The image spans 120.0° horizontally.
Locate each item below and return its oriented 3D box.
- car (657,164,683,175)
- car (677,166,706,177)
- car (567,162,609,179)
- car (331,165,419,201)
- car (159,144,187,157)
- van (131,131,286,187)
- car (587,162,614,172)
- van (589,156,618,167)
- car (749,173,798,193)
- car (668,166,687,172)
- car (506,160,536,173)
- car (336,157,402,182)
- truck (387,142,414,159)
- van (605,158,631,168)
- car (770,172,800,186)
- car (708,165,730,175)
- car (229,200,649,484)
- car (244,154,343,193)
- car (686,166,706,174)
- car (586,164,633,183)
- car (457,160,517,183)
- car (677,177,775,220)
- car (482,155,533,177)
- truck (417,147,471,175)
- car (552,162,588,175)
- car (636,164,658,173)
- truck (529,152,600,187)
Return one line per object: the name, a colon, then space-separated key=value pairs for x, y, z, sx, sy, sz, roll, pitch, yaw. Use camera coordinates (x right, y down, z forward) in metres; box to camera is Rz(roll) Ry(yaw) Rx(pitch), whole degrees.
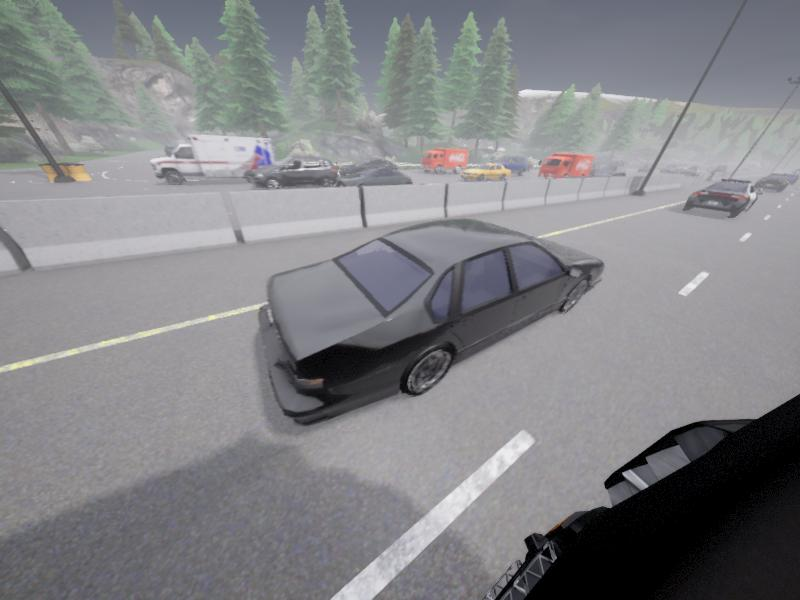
car: x=57.434 y=-27.772 z=49.134 sx=4.611 sy=1.667 sz=2.242 roll=-17 pitch=38 yaw=-28
car: x=53.710 y=-23.699 z=42.593 sx=4.974 sy=1.542 sz=2.038 roll=-17 pitch=38 yaw=-28
car: x=24.280 y=-16.808 z=29.914 sx=4.611 sy=1.667 sz=2.242 roll=-17 pitch=38 yaw=-28
car: x=-1.299 y=-6.432 z=12.525 sx=4.181 sy=1.385 sz=1.994 roll=-17 pitch=38 yaw=-28
car: x=-33.822 y=-22.422 z=34.561 sx=2.128 sy=1.511 sz=4.902 roll=-19 pitch=39 yaw=-29
van: x=-10.789 y=-8.422 z=13.935 sx=6.366 sy=2.431 sz=2.351 roll=-17 pitch=38 yaw=-28
car: x=38.993 y=-25.870 z=44.931 sx=4.974 sy=1.542 sz=2.038 roll=-17 pitch=38 yaw=-28
van: x=62.649 y=-42.782 z=71.144 sx=1.988 sy=2.561 sz=5.915 roll=-18 pitch=38 yaw=-28
car: x=39.855 y=-12.561 z=24.642 sx=4.974 sy=1.542 sz=2.038 roll=-17 pitch=38 yaw=-28
car: x=70.777 y=-33.434 z=58.940 sx=4.718 sy=1.301 sz=1.895 roll=-17 pitch=38 yaw=-28
car: x=17.299 y=-19.108 z=33.045 sx=3.705 sy=1.549 sz=1.789 roll=-17 pitch=38 yaw=-27
car: x=-2.402 y=-10.668 z=18.812 sx=4.892 sy=1.490 sz=1.837 roll=-18 pitch=38 yaw=-28
truck: x=0.103 y=-43.404 z=66.885 sx=2.891 sy=3.827 sz=8.468 roll=-23 pitch=41 yaw=-34
van: x=62.380 y=-39.209 z=66.161 sx=2.069 sy=2.038 sz=4.480 roll=-18 pitch=38 yaw=-28
car: x=57.955 y=-18.181 z=34.576 sx=4.514 sy=1.525 sz=2.007 roll=-17 pitch=38 yaw=-28
car: x=74.538 y=-30.316 z=53.920 sx=3.866 sy=1.878 sz=1.905 roll=-17 pitch=38 yaw=-28
car: x=0.964 y=-0.356 z=3.368 sx=5.357 sy=1.411 sz=2.033 roll=-17 pitch=38 yaw=-28
car: x=-5.973 y=-7.354 z=13.331 sx=4.611 sy=1.667 sz=2.242 roll=-17 pitch=38 yaw=-28
car: x=71.285 y=-31.424 z=55.697 sx=3.988 sy=1.617 sz=1.851 roll=-17 pitch=38 yaw=-28
car: x=23.821 y=-14.385 z=26.217 sx=4.856 sy=1.649 sz=2.033 roll=-17 pitch=38 yaw=-28
car: x=7.905 y=-11.659 z=20.973 sx=5.366 sy=1.575 sz=1.801 roll=-17 pitch=38 yaw=-28
car: x=17.509 y=-5.585 z=12.405 sx=4.974 sy=1.542 sz=2.038 roll=-17 pitch=38 yaw=-28
car: x=12.482 y=-15.544 z=26.813 sx=5.566 sy=2.045 sz=2.150 roll=-17 pitch=38 yaw=-28
truck: x=4.937 y=-15.625 z=26.017 sx=5.204 sy=2.467 sz=2.627 roll=-17 pitch=38 yaw=-28
car: x=24.856 y=-19.221 z=33.726 sx=5.366 sy=1.575 sz=1.801 roll=-17 pitch=38 yaw=-28
car: x=50.359 y=-26.809 z=47.136 sx=3.633 sy=1.501 sz=1.845 roll=-17 pitch=38 yaw=-28
truck: x=15.009 y=-11.983 z=21.154 sx=5.204 sy=2.467 sz=2.627 roll=-17 pitch=38 yaw=-28
